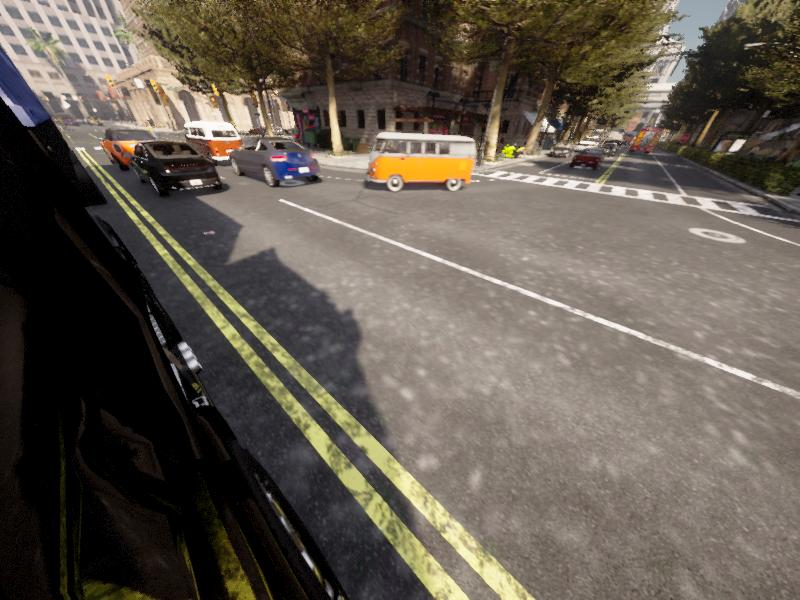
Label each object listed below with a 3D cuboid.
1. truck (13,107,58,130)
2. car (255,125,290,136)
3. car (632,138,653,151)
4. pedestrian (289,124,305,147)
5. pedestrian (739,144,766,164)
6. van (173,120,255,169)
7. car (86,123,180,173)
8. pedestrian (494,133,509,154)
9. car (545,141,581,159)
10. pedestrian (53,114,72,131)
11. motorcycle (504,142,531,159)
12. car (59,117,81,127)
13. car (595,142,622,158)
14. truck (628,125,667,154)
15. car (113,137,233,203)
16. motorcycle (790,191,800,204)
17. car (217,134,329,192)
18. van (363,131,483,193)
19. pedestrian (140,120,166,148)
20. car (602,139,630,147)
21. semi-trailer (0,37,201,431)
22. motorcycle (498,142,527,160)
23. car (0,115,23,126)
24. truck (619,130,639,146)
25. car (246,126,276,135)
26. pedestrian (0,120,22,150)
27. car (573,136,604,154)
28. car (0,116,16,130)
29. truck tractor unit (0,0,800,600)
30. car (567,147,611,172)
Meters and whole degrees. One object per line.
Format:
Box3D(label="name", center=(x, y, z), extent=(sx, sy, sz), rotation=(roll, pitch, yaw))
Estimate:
Box3D(label="truck", center=(-54.842, -27.343, 34.874), extent=(5.204, 2.467, 2.627), rotation=(28, 44, 30))
Box3D(label="car", center=(-23.431, -31.190, 42.608), extent=(2.038, 1.542, 4.974), rotation=(28, 44, 30))
Box3D(label="car", center=(49.161, -31.548, 46.861), extent=(2.150, 2.045, 5.566), rotation=(28, 44, 30))
Box3D(label="pedestrian", center=(-10.454, -16.717, 23.483), extent=(0.751, 1.860, 0.751), rotation=(28, 44, 30))
Box3D(label="pedestrian", center=(40.380, -16.777, 26.509), extent=(0.751, 1.860, 0.751), rotation=(27, 43, 29))
Box3D(label="van", center=(-11.062, -9.360, 13.778), extent=(4.480, 2.038, 2.069), rotation=(28, 44, 30))
Box3D(label="car", center=(-13.930, -8.043, 12.060), extent=(4.553, 1.767, 2.097), rotation=(28, 44, 30))
Box3D(label="pedestrian", center=(10.969, -16.921, 24.996), extent=(0.751, 1.860, 0.751), rotation=(-24, 44, -30))
Box3D(label="car", center=(18.972, -17.456, 26.803), extent=(2.231, 1.521, 4.892), rotation=(28, 44, 30))
Box3D(label="pedestrian", center=(-49.109, -25.809, 33.626), extent=(0.751, 1.860, 0.751), rotation=(-27, 46, -34))
Box3D(label="motorcycle", center=(11.087, -14.162, 21.879), extent=(1.805, 1.236, 0.856), rotation=(8, 37, 7))
Box3D(label="car", center=(-64.456, -34.818, 45.117), extent=(4.193, 1.474, 1.816), rotation=(28, 44, 30))
Box3D(label="car", center=(27.022, -19.477, 29.951), extent=(1.970, 1.475, 3.806), rotation=(28, 44, 30))
Box3D(label="truck", center=(43.150, -28.112, 40.447), extent=(2.891, 3.827, 8.468), rotation=(28, 44, 30))
Box3D(label="car", center=(-8.536, -5.050, 8.631), extent=(4.892, 1.490, 1.837), rotation=(28, 44, 30))
Box3D(label="motorcycle", center=(18.262, -4.471, 9.370), extent=(2.356, 1.277, 0.764), rotation=(8, 27, 7))
Box3D(label="car", center=(-5.754, -6.362, 10.435), extent=(5.027, 1.651, 2.152), rotation=(28, 44, 30))
Box3D(label="van", center=(0.792, -5.806, 9.769), extent=(4.442, 1.987, 1.775), rotation=(-5, 38, -10))
Box3D(label="pedestrian", center=(-21.042, -14.141, 19.687), extent=(0.751, 1.860, 0.751), rotation=(30, 45, 32))
Box3D(label="car", center=(55.295, -40.160, 59.158), extent=(4.892, 1.490, 1.837), rotation=(5, 37, 3))
Box3D(label="semi-trailer", center=(-8.668, -3.617, 4.271), extent=(14.254, 4.402, 2.717), rotation=(28, 44, 30))
Box3D(label="motorcycle", center=(10.336, -13.703, 21.290), extent=(2.033, 1.145, 0.803), rotation=(8, 47, 7))
Box3D(label="car", center=(-68.838, -31.615, 40.679), extent=(4.181, 1.385, 1.994), rotation=(28, 44, 29))
Box3D(label="truck", center=(73.691, -52.160, 74.289), extent=(2.891, 3.827, 8.468), rotation=(28, 44, 30))
Box3D(label="car", center=(-26.452, -32.310, 44.062), extent=(1.994, 1.385, 4.181), rotation=(28, 44, 30))
Box3D(label="pedestrian", center=(-26.742, -11.183, 15.411), extent=(0.751, 1.860, 0.751), rotation=(28, 44, 30))
Box3D(label="car", center=(28.782, -23.726, 35.252), extent=(2.435, 2.045, 5.566), rotation=(28, 44, 30))
Box3D(label="car", center=(-55.237, -24.331, 31.650), extent=(4.892, 1.490, 1.837), rotation=(29, 44, 32))
Box3D(label="truck tractor unit", center=(-2.645, -0.295, 0.351), extent=(6.516, 4.208, 3.053), rotation=(28, 44, 30))
Box3D(label="car", center=(15.461, -11.538, 18.841), extent=(1.895, 1.301, 4.718), rotation=(28, 44, 30))
